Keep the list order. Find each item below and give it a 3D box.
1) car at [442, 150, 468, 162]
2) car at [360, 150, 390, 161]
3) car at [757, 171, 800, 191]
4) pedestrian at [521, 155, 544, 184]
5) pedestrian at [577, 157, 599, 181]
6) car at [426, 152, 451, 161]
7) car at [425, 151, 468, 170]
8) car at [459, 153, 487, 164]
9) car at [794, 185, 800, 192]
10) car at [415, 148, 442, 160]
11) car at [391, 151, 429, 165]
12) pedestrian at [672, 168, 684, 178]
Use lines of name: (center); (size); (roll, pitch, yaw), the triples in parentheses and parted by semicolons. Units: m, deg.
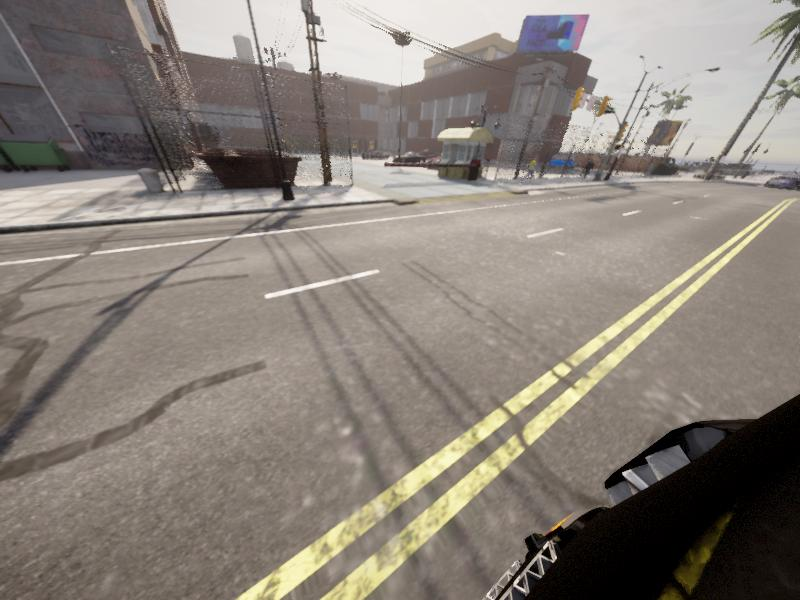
car: (11.014, -28.844, 46.320); (4.553, 1.767, 2.185); (-17, 39, -27)
car: (-4.294, -24.941, 39.889); (4.718, 1.301, 1.895); (-17, 39, -27)
car: (43.433, -13.109, 25.417); (4.856, 1.649, 2.033); (-2, 34, -7)
pedestrian: (10.258, -10.136, 17.941); (0.751, 1.860, 0.751); (-17, 39, -27)
pedestrian: (17.944, -12.480, 22.038); (0.751, 1.860, 0.751); (-19, 39, -29)
car: (8.344, -31.116, 49.978); (4.786, 1.482, 2.161); (-17, 39, -27)
car: (5.457, -16.422, 27.235); (4.553, 1.767, 2.185); (-17, 39, -27)
car: (13.601, -26.285, 42.967); (4.674, 1.452, 2.002); (-17, 39, -27)
car: (42.428, -11.161, 22.375); (4.611, 1.667, 2.242); (-3, 34, -9)
car: (6.343, -32.995, 52.165); (5.566, 2.045, 2.435); (-17, 39, -27)
car: (1.399, -20.018, 32.563); (5.008, 1.535, 2.097); (-17, 39, -27)
pedestrian: (37.538, -17.146, 31.203); (0.500, 1.100, 0.500); (-19, 39, -29)
